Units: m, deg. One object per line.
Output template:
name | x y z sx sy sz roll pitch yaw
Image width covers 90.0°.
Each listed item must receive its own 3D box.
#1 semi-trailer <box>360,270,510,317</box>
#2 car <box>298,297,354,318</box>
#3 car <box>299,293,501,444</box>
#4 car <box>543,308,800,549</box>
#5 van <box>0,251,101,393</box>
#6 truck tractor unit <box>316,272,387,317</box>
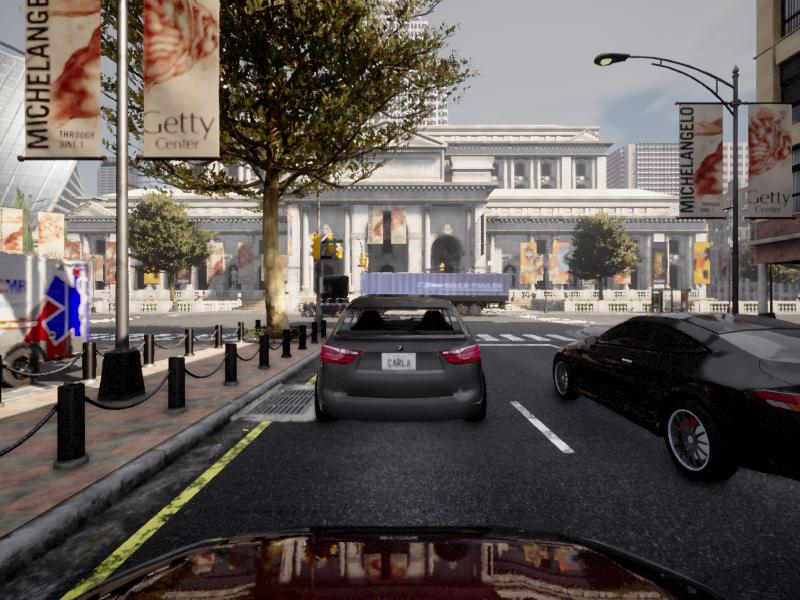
semi-trailer | 3.299 -0.616 39.268 14.254 4.402 2.717 0 0 0
car | -6.585 0.654 35.834 4.605 1.855 1.932 0 0 0
car | 0.019 0.756 6.742 2.242 1.667 4.611 0 0 0
car | 3.472 0.870 4.859 1.812 1.442 4.674 0 0 0
van | -7.995 0.378 5.950 2.351 2.431 6.366 0 0 0
truck tractor unit | -4.613 -0.520 39.323 6.516 4.208 3.053 0 0 0
